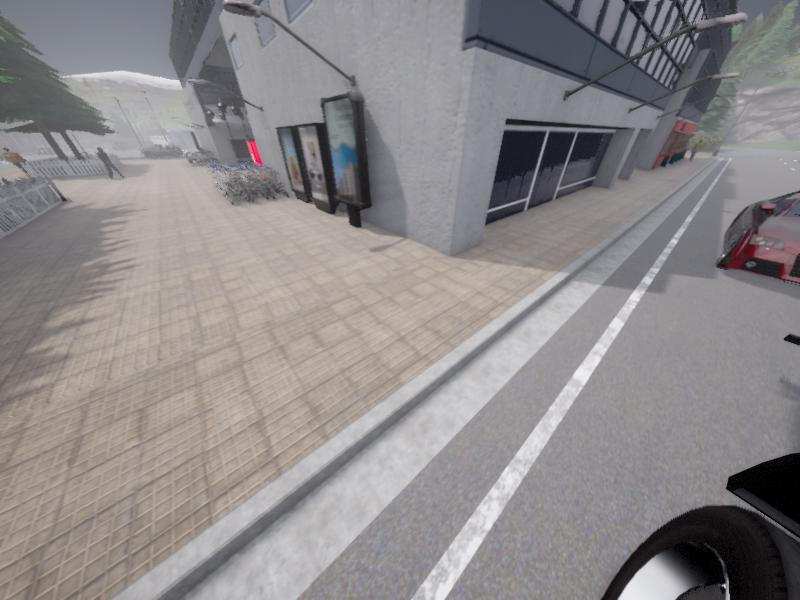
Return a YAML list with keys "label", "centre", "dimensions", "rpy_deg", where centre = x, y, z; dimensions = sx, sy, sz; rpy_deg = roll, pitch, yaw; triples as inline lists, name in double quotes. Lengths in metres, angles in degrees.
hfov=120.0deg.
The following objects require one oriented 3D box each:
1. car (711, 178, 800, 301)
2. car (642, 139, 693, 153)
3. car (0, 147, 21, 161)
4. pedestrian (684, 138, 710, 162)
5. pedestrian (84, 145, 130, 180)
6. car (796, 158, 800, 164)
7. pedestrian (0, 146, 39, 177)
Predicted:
- label: "car"
  centre: [8.244, -1.321, 4.528]
  dimensions: [4.181, 1.385, 1.994]
  rpy_deg: [-26, 42, -32]
- label: "car"
  centre: [40.745, -23.570, 35.304]
  dimensions: [2.242, 1.667, 4.611]
  rpy_deg: [-28, 43, -33]
- label: "car"
  centre: [-58.892, -21.549, 34.126]
  dimensions: [1.789, 1.549, 3.705]
  rpy_deg: [-27, 43, -32]
- label: "pedestrian"
  centre: [28.438, -14.363, 22.150]
  dimensions: [0.751, 1.860, 0.751]
  rpy_deg: [-26, 43, -32]
- label: "pedestrian"
  centre: [-18.561, -8.727, 14.696]
  dimensions: [0.751, 1.860, 0.751]
  rpy_deg: [0, 35, 1]
- label: "car"
  centre: [39.348, -13.576, 21.460]
  dimensions: [3.705, 1.549, 1.789]
  rpy_deg: [-26, 42, -31]
- label: "pedestrian"
  centre: [-27.581, -9.975, 16.627]
  dimensions: [0.751, 1.860, 0.751]
  rpy_deg: [-25, 42, -30]
